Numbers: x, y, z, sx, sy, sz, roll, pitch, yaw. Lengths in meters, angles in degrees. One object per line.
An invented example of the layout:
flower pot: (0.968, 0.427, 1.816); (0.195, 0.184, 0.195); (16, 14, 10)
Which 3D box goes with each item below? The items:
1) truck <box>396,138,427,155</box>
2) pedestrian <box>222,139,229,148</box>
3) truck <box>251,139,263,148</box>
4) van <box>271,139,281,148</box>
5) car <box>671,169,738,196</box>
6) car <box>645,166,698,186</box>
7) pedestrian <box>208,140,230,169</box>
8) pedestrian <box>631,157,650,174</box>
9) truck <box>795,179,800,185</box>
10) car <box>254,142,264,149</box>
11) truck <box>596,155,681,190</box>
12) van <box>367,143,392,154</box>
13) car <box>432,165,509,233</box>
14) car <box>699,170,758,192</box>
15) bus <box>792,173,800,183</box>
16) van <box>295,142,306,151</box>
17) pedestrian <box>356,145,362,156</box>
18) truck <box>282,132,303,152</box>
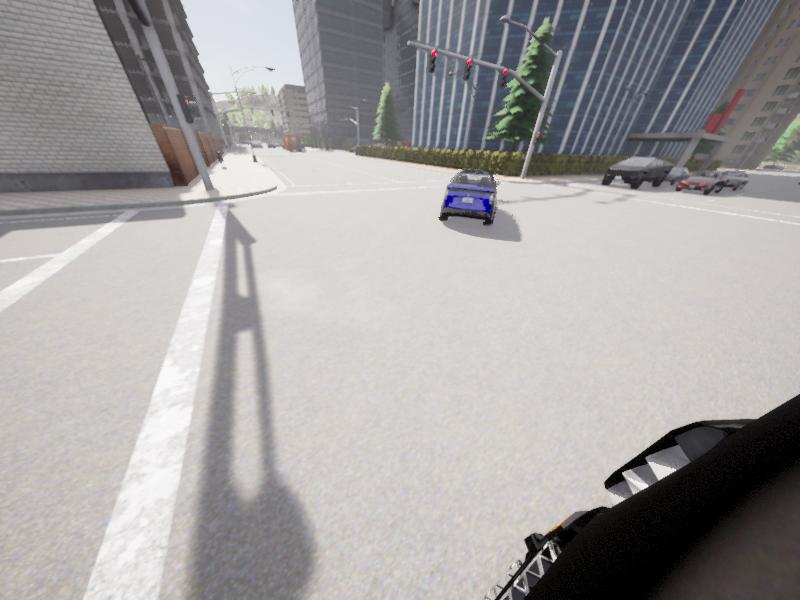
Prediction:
truck: (3.418, -44.919, 67.870); (8.468, 3.827, 2.891); (-16, 38, -25)
pedestrian: (-41.918, -37.648, 55.521); (0.751, 1.860, 0.751); (-14, 37, -23)
truck: (-44.160, -48.267, 71.342); (2.390, 2.098, 6.274); (-16, 38, -25)
van: (-46.327, -58.539, 86.253); (2.351, 2.431, 6.366); (-16, 38, -25)
car: (22.685, -8.841, 17.225); (4.193, 1.474, 1.816); (-16, 38, -25)
car: (26.257, -12.069, 22.309); (4.674, 1.442, 1.812); (-16, 38, -25)
pedestrian: (-13.895, -11.150, 17.736); (0.751, 1.860, 0.751); (-19, 39, -29)
pedestrian: (30.668, -17.170, 29.525); (0.751, 1.860, 0.751); (-15, 37, -24)
truck: (48.930, -14.431, 26.382); (5.204, 2.467, 2.627); (-16, 38, -25)
car: (-39.824, -43.557, 65.208); (2.033, 1.411, 5.357); (-16, 38, -25)
truck: (19.418, -10.407, 18.793); (6.274, 2.098, 2.390); (-16, 38, -25)
van: (-5.686, -41.722, 63.745); (6.366, 2.431, 2.351); (-16, 38, -25)
car: (2.742, -4.121, 8.882); (2.007, 1.525, 4.514); (12, 35, 13)
car: (28.779, -10.524, 20.231); (4.181, 1.385, 1.994); (-16, 38, -26)
bus: (57.260, -17.590, 30.045); (10.273, 4.253, 3.944); (-16, 38, -25)
van: (-28.775, -44.483, 66.747); (2.069, 2.038, 4.480); (-16, 38, -25)
pedestrian: (-7.873, -28.747, 44.426); (0.751, 1.860, 0.751); (-16, 38, -25)
truck: (-27.269, -39.777, 58.195); (2.891, 3.827, 8.468); (-16, 38, -25)
